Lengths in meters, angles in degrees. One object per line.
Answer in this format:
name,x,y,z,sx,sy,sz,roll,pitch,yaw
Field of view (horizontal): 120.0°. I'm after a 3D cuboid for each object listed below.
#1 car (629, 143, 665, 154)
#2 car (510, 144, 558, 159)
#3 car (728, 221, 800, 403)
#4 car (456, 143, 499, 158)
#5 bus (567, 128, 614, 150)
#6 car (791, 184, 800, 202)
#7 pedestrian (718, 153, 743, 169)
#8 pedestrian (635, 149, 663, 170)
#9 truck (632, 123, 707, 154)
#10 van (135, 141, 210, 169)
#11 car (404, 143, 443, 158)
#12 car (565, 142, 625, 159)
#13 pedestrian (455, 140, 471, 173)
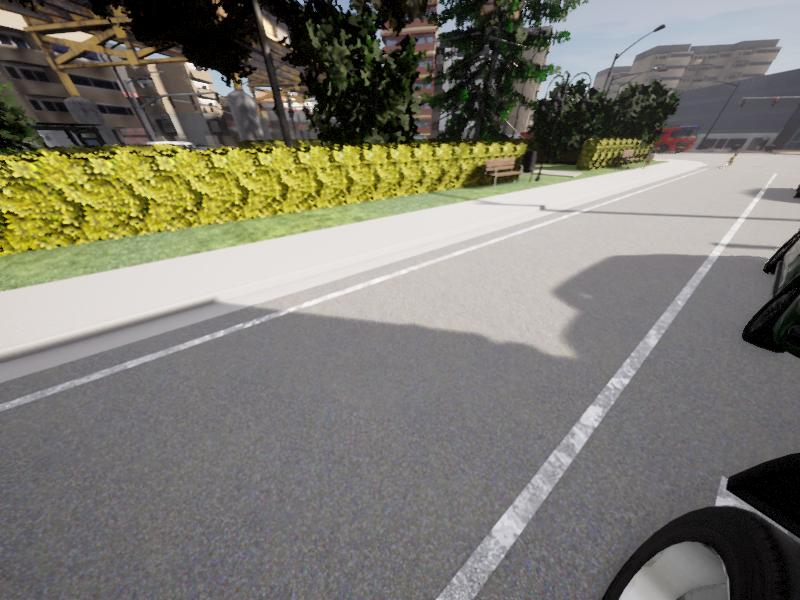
car,39.699,-24.478,37.242,1.970,1.475,3.806,6,35,8
car,16.931,-18.998,29.481,4.792,1.488,2.163,6,36,9
car,6.721,-0.405,2.696,5.566,2.045,2.150,-21,40,-28
car,10.101,-19.775,30.509,5.027,1.651,2.152,6,36,9
bus,48.126,-41.138,59.077,3.944,4.253,10.273,4,34,5
car,18.879,-5.091,9.758,4.674,1.442,1.812,-22,40,-27
pedestrian,27.079,-11.421,18.940,0.500,1.100,0.500,0,35,0
pedestrian,18.693,-10.559,17.346,0.751,1.300,0.751,-16,38,-21
truck,43.554,-26.441,38.010,2.891,3.827,8.468,6,35,8
van,-21.667,-14.120,22.338,2.069,2.038,4.480,6,36,9
car,3.250,-20.500,31.585,5.027,1.651,2.152,6,36,9
car,23.745,-18.337,28.374,5.027,1.651,2.152,6,36,9
pedestrian,4.295,-9.846,15.849,0.751,1.860,0.751,4,35,6
